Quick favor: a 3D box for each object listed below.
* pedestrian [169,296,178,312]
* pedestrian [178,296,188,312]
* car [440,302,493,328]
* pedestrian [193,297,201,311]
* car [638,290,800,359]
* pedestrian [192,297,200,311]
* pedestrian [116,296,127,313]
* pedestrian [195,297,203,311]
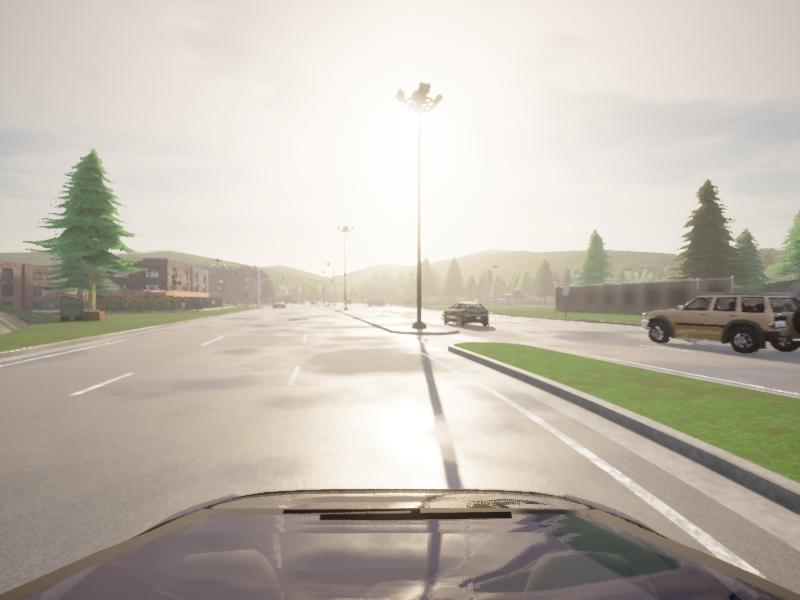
[{"bbox_3d":[-27.066,0.488,47.832,0.751,1.860,0.751,0,0,35],"label":"pedestrian"},{"bbox_3d":[-26.435,0.487,48.737,0.751,1.860,0.751,0,0,32],"label":"pedestrian"},{"bbox_3d":[4.070,0.853,25.293,1.816,1.474,4.193,0,0,-13],"label":"car"},{"bbox_3d":[-26.796,0.487,52.737,0.751,1.860,0.751,0,0,-11],"label":"pedestrian"},{"bbox_3d":[10.587,0.650,13.239,1.932,1.855,4.605,0,0,-15],"label":"car"},{"bbox_3d":[-26.252,0.487,51.509,0.751,1.860,0.751,0,0,-11],"label":"pedestrian"},{"bbox_3d":[-30.241,0.488,43.438,0.751,1.860,0.751,0,0,35],"label":"pedestrian"},{"bbox_3d":[-26.795,0.487,53.375,0.751,1.860,0.751,0,0,-13],"label":"pedestrian"}]
